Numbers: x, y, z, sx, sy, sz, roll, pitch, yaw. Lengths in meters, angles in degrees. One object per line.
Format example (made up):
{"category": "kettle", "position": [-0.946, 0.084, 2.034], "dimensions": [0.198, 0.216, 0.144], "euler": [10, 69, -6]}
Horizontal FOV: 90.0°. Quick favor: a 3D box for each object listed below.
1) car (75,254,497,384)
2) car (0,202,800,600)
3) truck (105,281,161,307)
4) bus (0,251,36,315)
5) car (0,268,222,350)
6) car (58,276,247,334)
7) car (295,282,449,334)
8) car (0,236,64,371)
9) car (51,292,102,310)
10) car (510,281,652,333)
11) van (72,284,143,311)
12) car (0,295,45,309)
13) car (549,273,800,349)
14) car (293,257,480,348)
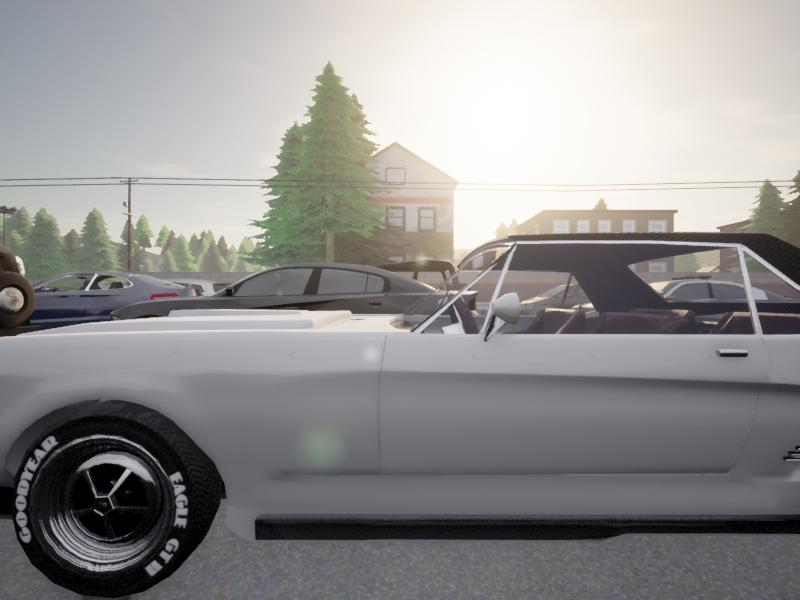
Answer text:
{"category": "car", "position": [-1.348, 0.223, 5.694], "dimensions": [5.008, 1.535, 1.882], "euler": [0, 0, 0]}
{"category": "car", "position": [0.559, 0.344, 2.203], "dimensions": [4.718, 1.301, 1.895], "euler": [0, 0, 0]}
{"category": "truck", "position": [-42.429, -0.925, 63.993], "dimensions": [2.891, 3.827, 8.468], "euler": [0, 0, 5]}
{"category": "bus", "position": [-28.625, -1.132, 24.125], "dimensions": [3.944, 4.253, 10.273], "euler": [0, 0, 0]}
{"category": "car", "position": [-7.069, 0.181, 9.172], "dimensions": [5.027, 1.651, 2.152], "euler": [0, 0, 0]}
{"category": "car", "position": [-7.559, 0.156, 12.661], "dimensions": [4.611, 1.667, 2.242], "euler": [0, 0, -1]}
{"category": "car", "position": [-0.816, 0.228, 12.696], "dimensions": [4.514, 1.525, 2.007], "euler": [0, 0, 0]}
{"category": "car", "position": [-7.490, 0.046, 5.660], "dimensions": [3.866, 1.878, 1.905], "euler": [0, 0, 0]}
{"category": "car", "position": [-35.723, 0.044, 44.354], "dimensions": [1.932, 1.855, 4.605], "euler": [0, 2, 0]}
{"category": "car", "position": [5.601, 0.215, 12.732], "dimensions": [3.705, 1.549, 1.789], "euler": [0, 0, 0]}
{"category": "van", "position": [-28.736, -0.222, 39.638], "dimensions": [2.351, 2.431, 6.366], "euler": [0, 0, 0]}
{"category": "car", "position": [-42.724, 0.251, 44.476], "dimensions": [2.163, 1.488, 4.792], "euler": [0, 0, 0]}
{"category": "car", "position": [6.297, 0.226, 9.236], "dimensions": [4.974, 1.542, 2.038], "euler": [0, 0, 0]}
{"category": "car", "position": [-0.280, 0.046, 9.200], "dimensions": [3.866, 1.878, 1.905], "euler": [0, 0, 0]}
